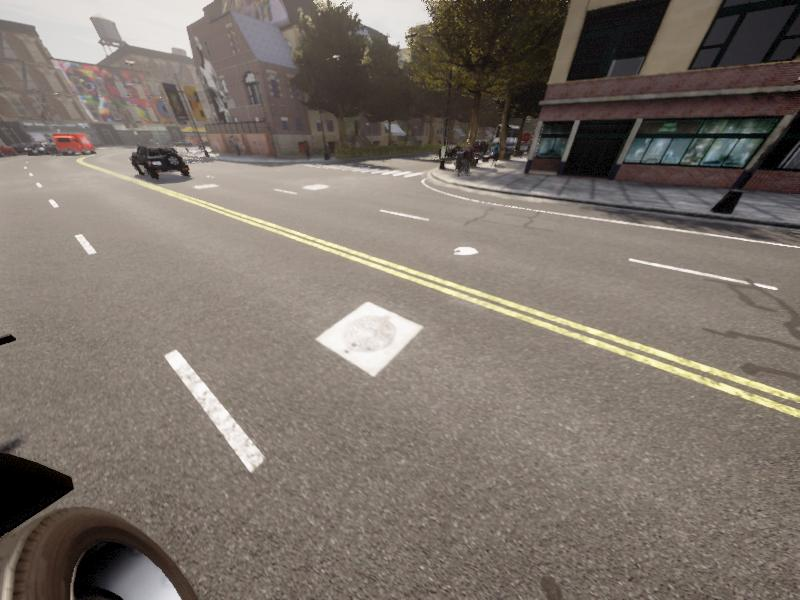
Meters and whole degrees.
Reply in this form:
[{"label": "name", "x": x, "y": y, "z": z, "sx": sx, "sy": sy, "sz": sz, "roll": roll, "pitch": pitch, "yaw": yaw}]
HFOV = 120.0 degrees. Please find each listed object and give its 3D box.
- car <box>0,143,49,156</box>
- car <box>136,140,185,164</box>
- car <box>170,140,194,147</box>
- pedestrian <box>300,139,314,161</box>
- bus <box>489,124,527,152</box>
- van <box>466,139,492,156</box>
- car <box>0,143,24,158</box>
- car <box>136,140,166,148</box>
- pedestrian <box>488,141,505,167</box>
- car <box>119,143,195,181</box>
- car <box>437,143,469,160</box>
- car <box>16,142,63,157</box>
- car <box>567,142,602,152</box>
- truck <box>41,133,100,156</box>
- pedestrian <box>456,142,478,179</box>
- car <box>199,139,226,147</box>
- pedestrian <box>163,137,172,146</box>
[{"label": "car", "x": -53.218, "y": -21.338, "z": 32.631, "sx": 1.895, "sy": 1.301, "sz": 4.718, "roll": -15, "pitch": 38, "yaw": -20}, {"label": "car", "x": -24.422, "y": -15.154, "z": 23.588, "sx": 4.605, "sy": 1.855, "sz": 1.932, "roll": 23, "pitch": 41, "yaw": 28}, {"label": "car", "x": -55.540, "y": -39.929, "z": 58.916, "sx": 1.970, "sy": 1.475, "sz": 3.806, "roll": 7, "pitch": 36, "yaw": 10}, {"label": "pedestrian", "x": -9.863, "y": -15.907, "z": 24.480, "sx": 0.751, "sy": 1.860, "sz": 0.751, "roll": 7, "pitch": 36, "yaw": 9}, {"label": "bus", "x": 22.246, "y": -33.082, "z": 47.331, "sx": 3.944, "sy": 4.253, "sz": 10.273, "roll": 22, "pitch": 41, "yaw": 28}, {"label": "van", "x": 12.450, "y": -24.051, "z": 36.363, "sx": 2.069, "sy": 2.038, "sz": 4.480, "roll": 22, "pitch": 41, "yaw": 28}, {"label": "car", "x": -50.144, "y": -18.601, "z": 28.643, "sx": 2.002, "sy": 1.452, "sz": 4.674, "roll": -22, "pitch": 41, "yaw": -28}, {"label": "car", "x": -56.397, "y": -35.430, "z": 52.472, "sx": 2.007, "sy": 1.525, "sz": 4.514, "roll": 0, "pitch": 35, "yaw": 0}, {"label": "pedestrian", "x": 8.425, "y": -12.802, "z": 20.220, "sx": 0.751, "sy": 1.860, "sz": 0.751, "roll": 24, "pitch": 42, "yaw": 30}, {"label": "car", "x": -15.971, "y": -9.203, "z": 15.212, "sx": 4.605, "sy": 1.855, "sz": 1.932, "roll": 23, "pitch": 41, "yaw": 29}, {"label": "car", "x": 6.948, "y": -19.386, "z": 30.045, "sx": 1.930, "sy": 1.638, "sz": 5.238, "roll": 22, "pitch": 41, "yaw": 28}, {"label": "car", "x": -48.578, "y": -20.405, "z": 31.271, "sx": 1.970, "sy": 1.475, "sz": 3.806, "roll": -20, "pitch": 40, "yaw": -27}, {"label": "car", "x": 37.187, "y": -30.918, "z": 46.699, "sx": 5.366, "sy": 1.575, "sz": 1.801, "roll": 22, "pitch": 40, "yaw": 27}, {"label": "truck", "x": -45.228, "y": -21.548, "z": 31.980, "sx": 2.627, "sy": 2.467, "sz": 5.204, "roll": -20, "pitch": 40, "yaw": -27}, {"label": "pedestrian", "x": 4.087, "y": -8.586, "z": 14.204, "sx": 0.751, "sy": 1.860, "sz": 0.751, "roll": -29, "pitch": 44, "yaw": -34}, {"label": "car", "x": -48.151, "y": -40.427, "z": 59.465, "sx": 1.930, "sy": 1.638, "sz": 5.238, "roll": 10, "pitch": 36, "yaw": 13}, {"label": "pedestrian", "x": -61.480, "y": -41.944, "z": 61.015, "sx": 0.751, "sy": 1.860, "sz": 0.751, "roll": 5, "pitch": 35, "yaw": 7}]
